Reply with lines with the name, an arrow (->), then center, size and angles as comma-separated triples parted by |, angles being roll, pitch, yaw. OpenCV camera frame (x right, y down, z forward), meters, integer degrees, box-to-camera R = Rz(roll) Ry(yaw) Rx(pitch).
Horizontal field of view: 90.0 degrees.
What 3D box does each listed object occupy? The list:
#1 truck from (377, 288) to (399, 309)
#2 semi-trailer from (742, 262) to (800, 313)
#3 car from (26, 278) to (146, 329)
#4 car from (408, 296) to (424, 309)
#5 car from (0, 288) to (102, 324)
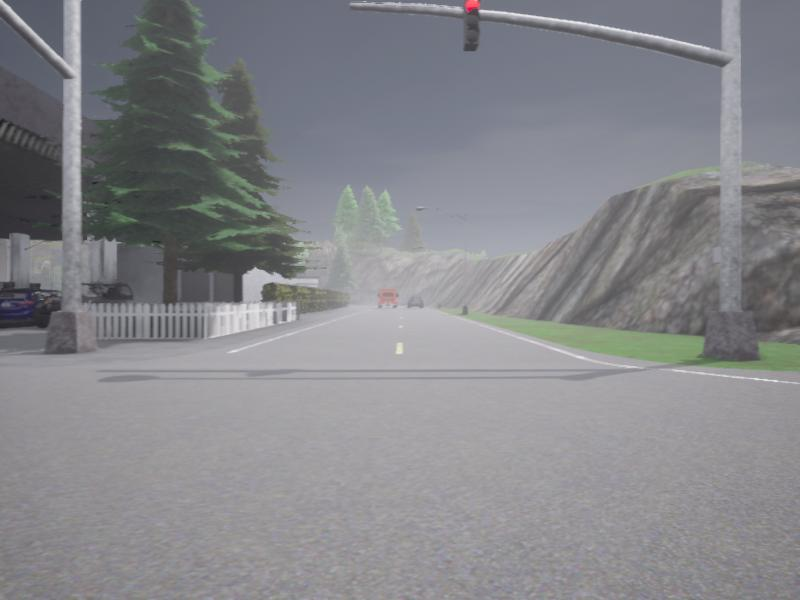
truck -> -1.466, -0.164, 51.053 | 2.627, 2.467, 5.204 | 0, 0, 0
semi-trailer -> 35.321, -1.050, 32.571 | 2.717, 4.402, 14.254 | 0, 0, -1
car -> -12.703, 0.134, 16.546 | 1.905, 1.878, 3.866 | 0, 0, 0
car -> 2.097, 0.262, 53.330 | 2.033, 1.649, 4.856 | 0, 0, 0
car -> -18.378, 0.287, 20.868 | 2.242, 1.667, 4.611 | 0, 0, 0
